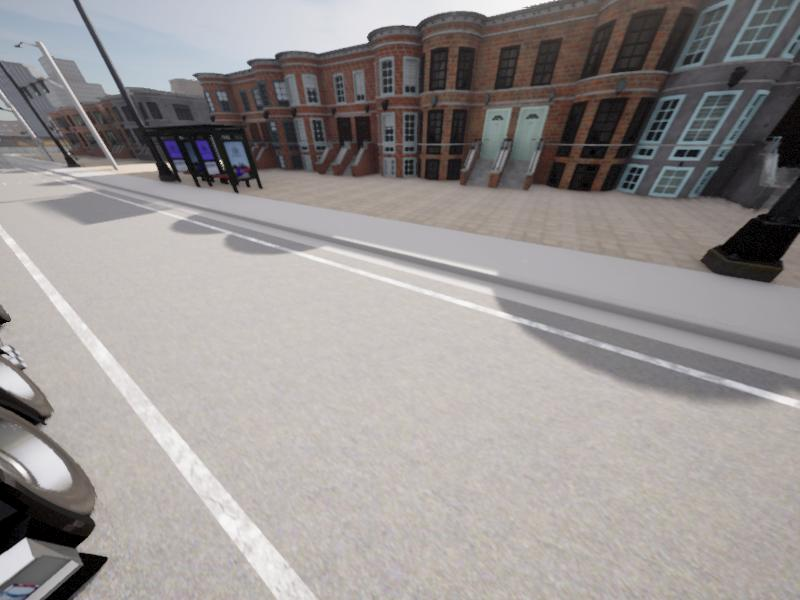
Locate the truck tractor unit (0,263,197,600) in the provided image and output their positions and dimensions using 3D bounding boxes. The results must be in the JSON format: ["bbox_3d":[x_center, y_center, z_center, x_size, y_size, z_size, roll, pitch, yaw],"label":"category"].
[{"bbox_3d":[-5.111,-0.300,0.785,6.516,4.208,3.053,18,39,24],"label":"truck tractor unit"}]
